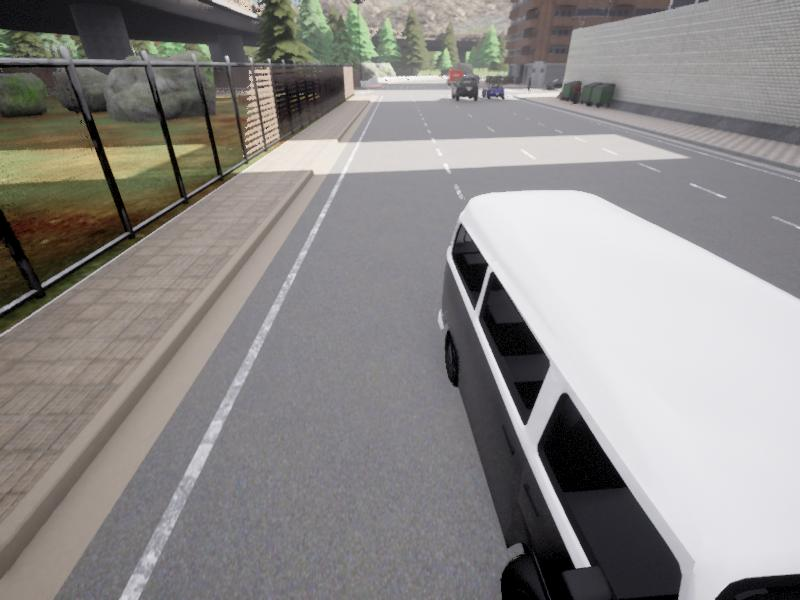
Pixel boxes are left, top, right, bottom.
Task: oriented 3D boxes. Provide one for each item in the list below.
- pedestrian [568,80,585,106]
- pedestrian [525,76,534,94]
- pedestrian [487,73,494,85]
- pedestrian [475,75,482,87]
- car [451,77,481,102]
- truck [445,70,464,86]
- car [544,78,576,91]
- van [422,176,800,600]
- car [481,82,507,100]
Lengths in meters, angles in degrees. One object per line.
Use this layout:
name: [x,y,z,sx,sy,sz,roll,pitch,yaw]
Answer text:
pedestrian: [14.643,-17.179,33.201,0.751,1.860,0.751,0,30,1]
pedestrian: [15.760,-26.080,48.558,0.751,1.860,0.751,9,32,16]
pedestrian: [16.456,-40.207,72.657,0.751,1.860,0.751,-14,33,-22]
pedestrian: [13.120,-36.689,66.999,0.751,1.860,0.751,-15,33,-24]
car: [6.682,-21.698,41.150,2.150,2.045,5.566,0,30,0]
truck: [9.956,-40.623,73.142,2.627,2.467,5.204,0,30,0]
car: [23.456,-31.669,58.738,3.705,1.549,1.789,0,30,0]
van: [1.461,0.619,2.945,2.069,2.038,4.480,-3,28,-3]
car: [10.163,-22.784,43.561,1.816,1.474,4.193,0,30,0]
